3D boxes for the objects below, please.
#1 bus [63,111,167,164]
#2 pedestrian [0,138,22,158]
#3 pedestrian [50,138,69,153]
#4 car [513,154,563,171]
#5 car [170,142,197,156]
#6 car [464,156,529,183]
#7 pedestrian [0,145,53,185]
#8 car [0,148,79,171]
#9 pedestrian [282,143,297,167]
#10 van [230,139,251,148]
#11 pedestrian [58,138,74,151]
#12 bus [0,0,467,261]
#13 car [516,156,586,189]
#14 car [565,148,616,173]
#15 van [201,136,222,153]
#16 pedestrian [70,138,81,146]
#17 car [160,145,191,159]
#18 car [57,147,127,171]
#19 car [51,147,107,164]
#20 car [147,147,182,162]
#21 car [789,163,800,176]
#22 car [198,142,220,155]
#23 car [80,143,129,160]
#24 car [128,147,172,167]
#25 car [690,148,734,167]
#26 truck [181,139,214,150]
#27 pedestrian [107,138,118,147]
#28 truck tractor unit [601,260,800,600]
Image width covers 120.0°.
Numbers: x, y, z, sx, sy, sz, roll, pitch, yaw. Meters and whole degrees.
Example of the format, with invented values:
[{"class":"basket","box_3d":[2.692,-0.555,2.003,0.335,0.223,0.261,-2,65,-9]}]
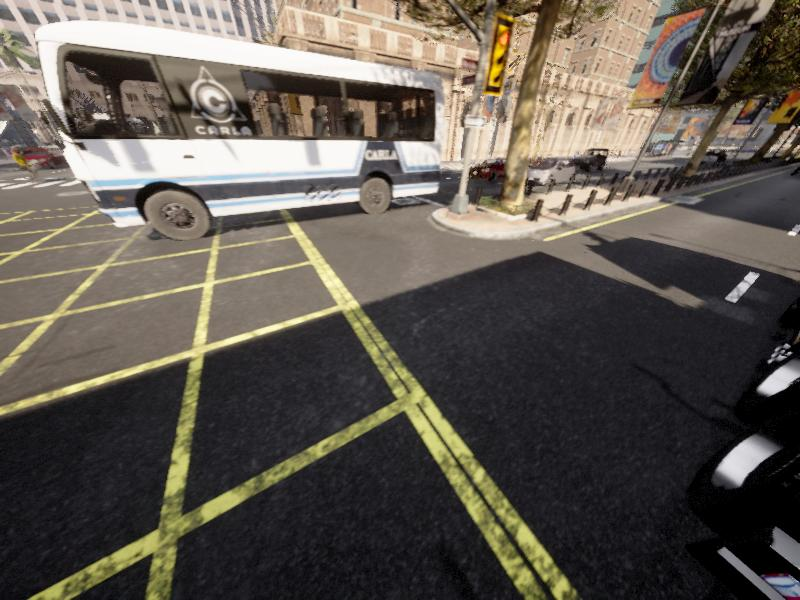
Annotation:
[{"class":"bus","box_3d":[-32.023,-18.810,26.960,3.944,4.253,10.273,-18,39,-25]},{"class":"pedestrian","box_3d":[-45.805,-17.715,26.924,0.751,1.860,0.751,-8,36,-13]},{"class":"pedestrian","box_3d":[-52.829,-23.992,35.873,0.751,1.860,0.751,-19,39,-26]},{"class":"car","box_3d":[14.051,-14.030,23.456,4.718,1.301,1.895,-18,39,-25]},{"class":"car","box_3d":[-35.175,-24.643,37.647,2.152,1.651,5.027,-18,39,-24]},{"class":"car","box_3d":[7.040,-9.638,16.926,4.181,1.385,1.994,-18,39,-25]},{"class":"pedestrian","box_3d":[-21.170,-7.622,13.038,0.751,1.860,0.751,-18,39,-25]},{"class":"car","box_3d":[-30.509,-12.119,19.781,1.812,1.442,4.674,-18,39,-25]},{"class":"pedestrian","box_3d":[-10.087,-13.283,21.150,0.751,1.860,0.751,-15,38,-22]},{"class":"van","box_3d":[-45.150,-44.353,65.601,4.480,2.038,2.069,-18,39,-25]},{"class":"pedestrian","box_3d":[-59.915,-27.930,41.440,0.751,1.860,0.751,-23,41,-30]},{"class":"bus","box_3d":[-3.396,-5.044,7.567,10.273,4.253,3.944,-18,39,-25]},{"class":"car","box_3d":[9.662,-8.256,14.834,3.633,1.501,1.845,-18,39,-25]},{"class":"car","box_3d":[18.359,-13.527,22.291,3.866,1.878,1.905,-18,39,-25]},{"class":"van","box_3d":[-35.638,-29.463,43.801,1.988,2.561,5.915,-18,39,-25]},{"class":"pedestrian","box_3d":[-82.826,-40.376,59.026,0.751,1.860,0.751,-24,42,-31]},{"class":"car","box_3d":[-31.528,-20.982,32.619,2.033,1.411,5.357,-18,39,-25]},{"class":"car","box_3d":[-26.955,-12.613,20.481,2.038,1.542,4.974,-18,39,-25]},{"class":"car","box_3d":[-33.997,-15.439,24.649,1.895,1.301,4.718,-18,39,-25]},{"class":"car","box_3d":[-27.944,-17.399,27.590,1.895,1.301,4.718,-18,39,-25]},{"class":"car","box_3d":[38.725,-12.446,21.309,5.238,1.638,1.930,-18,39,-25]},{"class":"car","box_3d":[-32.015,-25.601,38.936,2.097,1.767,4.553,-18,39,-25]},{"class":"car","box_3d":[-37.521,-19.084,29.526,2.242,1.667,4.611,-18,39,-24]},{"class":"car","box_3d":[-24.653,-14.254,22.945,1.816,1.474,4.193,-18,39,-25]},{"class":"car","box_3d":[39.442,-18.061,29.230,4.605,1.855,1.932,-18,39,-25]},{"class":"truck","box_3d":[-49.476,-38.270,56.669,2.390,2.098,6.274,0,35,-1]},{"class":"pedestrian","box_3d":[-74.782,-41.029,60.112,0.751,1.860,0.751,-3,35,-6]},{"class":"truck tractor unit","box_3d":[5.145,-0.262,0.787,6.516,4.208,3.053,-17,41,-25]}]
